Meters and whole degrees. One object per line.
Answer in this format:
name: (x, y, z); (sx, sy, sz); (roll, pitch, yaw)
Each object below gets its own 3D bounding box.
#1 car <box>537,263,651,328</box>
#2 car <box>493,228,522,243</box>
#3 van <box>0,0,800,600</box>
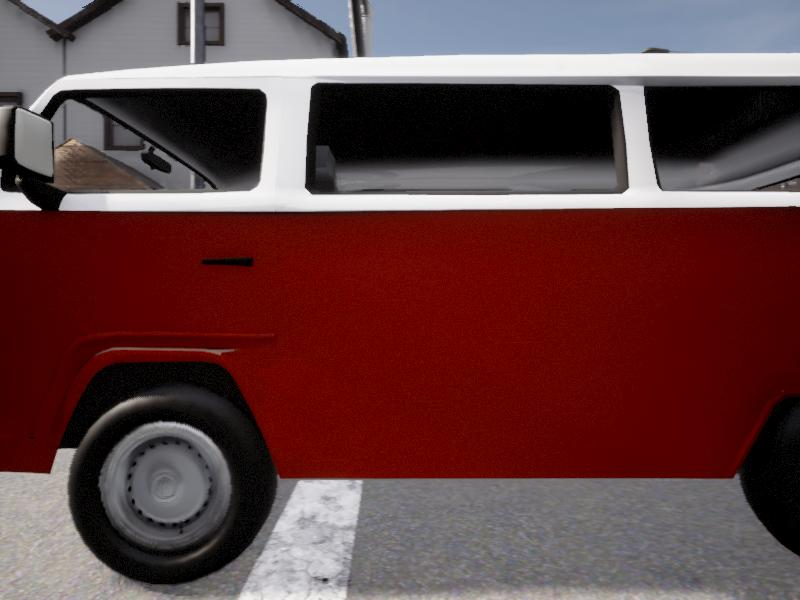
car: (7.831, -0.386, 16.953); (2.033, 1.411, 5.357); (0, 15, -2)
car: (11.064, -6.633, 41.326); (1.816, 1.474, 4.193); (0, 8, 0)
van: (0.358, -0.023, 2.207); (4.480, 2.038, 2.069); (0, 0, 0)
